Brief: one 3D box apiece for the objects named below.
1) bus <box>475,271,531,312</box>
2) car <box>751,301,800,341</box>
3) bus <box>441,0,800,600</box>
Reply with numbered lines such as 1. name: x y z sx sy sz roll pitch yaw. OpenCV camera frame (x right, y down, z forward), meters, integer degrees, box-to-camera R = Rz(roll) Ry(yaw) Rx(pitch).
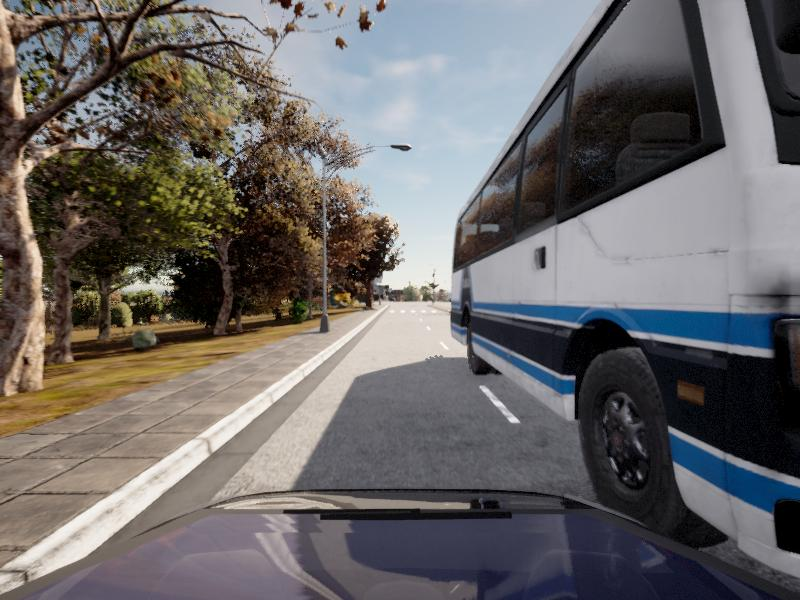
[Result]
1. bus: 11.702 -0.939 46.798 3.944 4.253 10.273 0 1 0
2. car: 16.869 0.816 16.175 4.674 1.452 2.002 1 0 -20
3. bus: 3.121 -0.544 6.191 3.944 4.253 10.273 0 0 0
